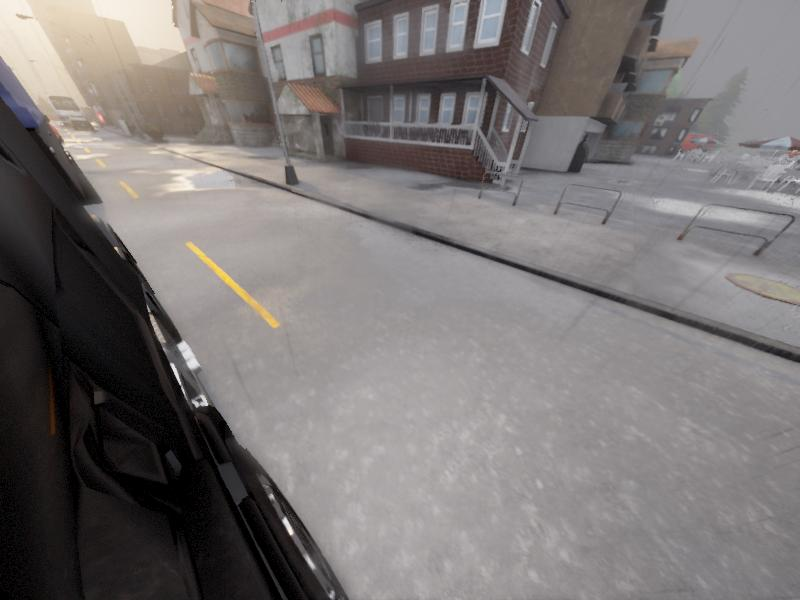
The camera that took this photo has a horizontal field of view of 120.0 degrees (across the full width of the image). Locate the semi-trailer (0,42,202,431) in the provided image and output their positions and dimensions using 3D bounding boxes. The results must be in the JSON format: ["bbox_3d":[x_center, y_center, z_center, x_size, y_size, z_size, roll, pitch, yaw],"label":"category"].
[{"bbox_3d":[-8.704,-3.604,4.218,14.254,4.402,2.717,28,44,30],"label":"semi-trailer"}]

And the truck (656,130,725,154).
[{"bbox_3d":[64.160,-35.256,51.492,8.468,3.827,2.891,28,44,30],"label":"truck"}]

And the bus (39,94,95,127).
[{"bbox_3d":[-61.001,-34.561,42.305,10.273,4.253,3.944,28,44,30],"label":"bus"}]

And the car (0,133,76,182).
[{"bbox_3d":[-15.925,-6.196,9.828,4.718,1.301,1.895,28,44,30],"label":"car"}]

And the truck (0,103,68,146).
[{"bbox_3d":[-29.355,-13.862,18.204,5.204,2.467,2.627,28,44,30],"label":"truck"}]

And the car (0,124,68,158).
[{"bbox_3d":[-22.618,-9.799,14.135,4.181,1.385,1.994,27,43,29],"label":"car"}]

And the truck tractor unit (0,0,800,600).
[{"bbox_3d":[-2.645,-0.295,0.352,6.516,4.208,3.053,28,44,30],"label":"truck tractor unit"}]

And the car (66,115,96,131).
[{"bbox_3d":[-48.229,-26.753,34.883,5.238,1.638,1.930,28,44,30],"label":"car"}]
